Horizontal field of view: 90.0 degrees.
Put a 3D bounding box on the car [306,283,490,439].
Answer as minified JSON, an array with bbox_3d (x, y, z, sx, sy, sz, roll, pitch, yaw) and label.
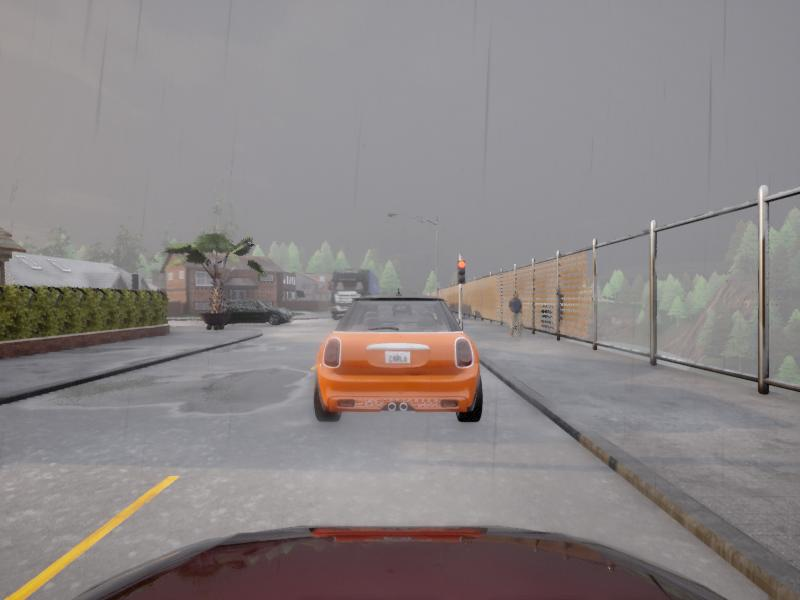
[{"bbox_3d":[-0.001,0.694,6.836,2.097,1.767,4.553,0,0,1],"label":"car"}]

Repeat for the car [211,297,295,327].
[{"bbox_3d":[-9.095,0.695,25.055,4.553,1.767,2.097,0,0,-5],"label":"car"}]

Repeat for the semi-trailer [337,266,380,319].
[{"bbox_3d":[-3.808,-0.617,40.318,2.717,4.402,14.254,0,0,0],"label":"semi-trailer"}]

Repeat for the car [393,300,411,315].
[{"bbox_3d":[0.231,0.823,44.047,1.882,1.535,5.008,0,0,0],"label":"car"}]

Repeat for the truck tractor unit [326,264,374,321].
[{"bbox_3d":[-3.839,-0.521,32.406,3.053,4.208,6.516,0,0,0],"label":"truck tractor unit"}]

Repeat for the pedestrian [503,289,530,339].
[{"bbox_3d":[4.462,0.533,15.369,0.751,1.860,0.751,0,0,-6],"label":"pedestrian"}]
